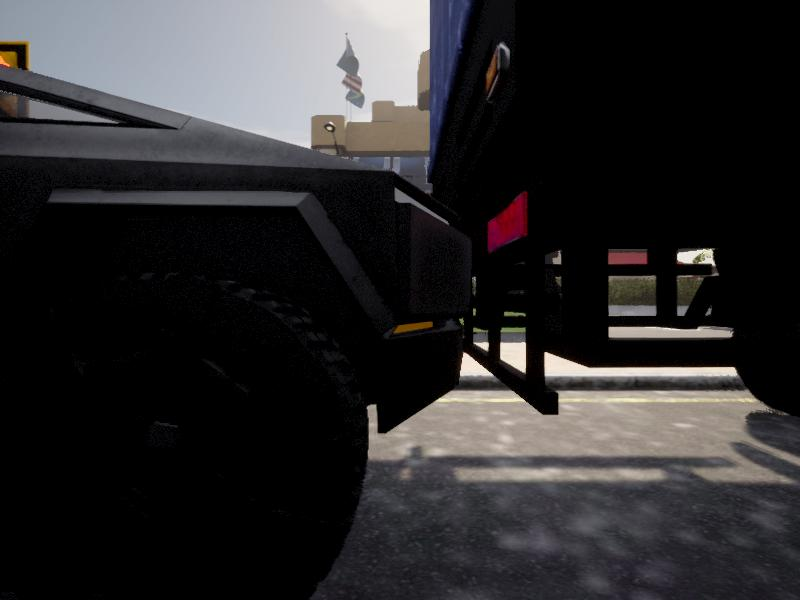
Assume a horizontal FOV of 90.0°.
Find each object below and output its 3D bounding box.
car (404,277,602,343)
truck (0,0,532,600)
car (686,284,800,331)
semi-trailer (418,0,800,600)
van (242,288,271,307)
[{"bbox_3d":[2.380,0.230,10.200,4.514,1.525,2.007,0,0,0],"label":"car"},{"bbox_3d":[-2.814,-0.043,2.196,6.274,2.098,2.390,-1,0,0],"label":"truck"},{"bbox_3d":[12.913,0.256,13.707,4.892,1.490,1.837,0,0,0],"label":"car"},{"bbox_3d":[7.293,-1.213,2.229,14.254,4.402,2.717,0,0,0],"label":"semi-trailer"},{"bbox_3d":[-20.191,-0.296,56.505,1.988,2.561,5.915,0,0,0],"label":"van"}]
